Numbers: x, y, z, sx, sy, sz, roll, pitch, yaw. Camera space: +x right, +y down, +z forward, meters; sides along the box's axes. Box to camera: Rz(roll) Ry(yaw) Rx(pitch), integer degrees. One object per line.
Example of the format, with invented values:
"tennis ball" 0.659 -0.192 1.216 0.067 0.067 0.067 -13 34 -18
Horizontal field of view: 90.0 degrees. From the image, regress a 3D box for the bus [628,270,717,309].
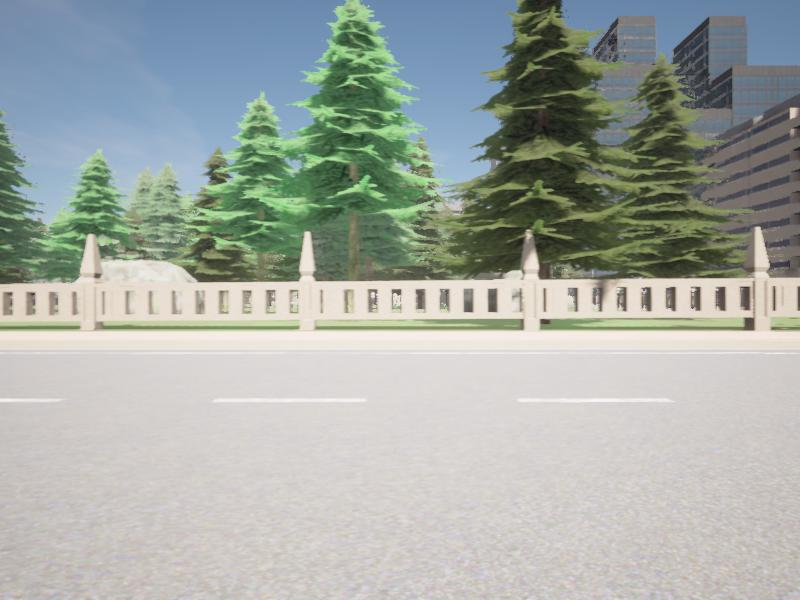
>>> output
"bus" 32.655 -1.148 48.805 3.944 4.253 10.273 0 0 0
